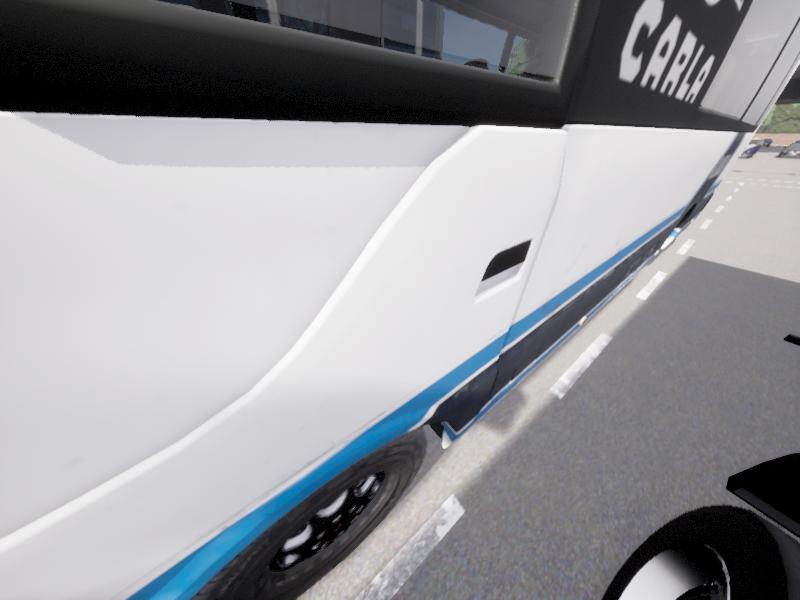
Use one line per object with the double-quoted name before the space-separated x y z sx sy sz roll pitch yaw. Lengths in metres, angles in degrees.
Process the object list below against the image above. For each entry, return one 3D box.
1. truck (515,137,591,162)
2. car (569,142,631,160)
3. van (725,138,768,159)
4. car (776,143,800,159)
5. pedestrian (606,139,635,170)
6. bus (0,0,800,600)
"truck" 16.576 -16.705 25.526 2.390 2.098 6.274 -23 41 -29
"car" 23.581 -17.763 27.462 2.038 1.542 4.974 -22 41 -28
"van" 41.156 -18.065 27.454 4.442 1.987 1.775 -21 40 -27
"car" 46.678 -17.636 27.274 4.674 1.442 1.812 -23 41 -29
"pedestrian" 16.427 -10.857 17.236 0.751 1.860 0.751 -23 41 -28
"bus" 1.652 -1.901 2.898 10.273 4.253 3.944 -23 41 -29
